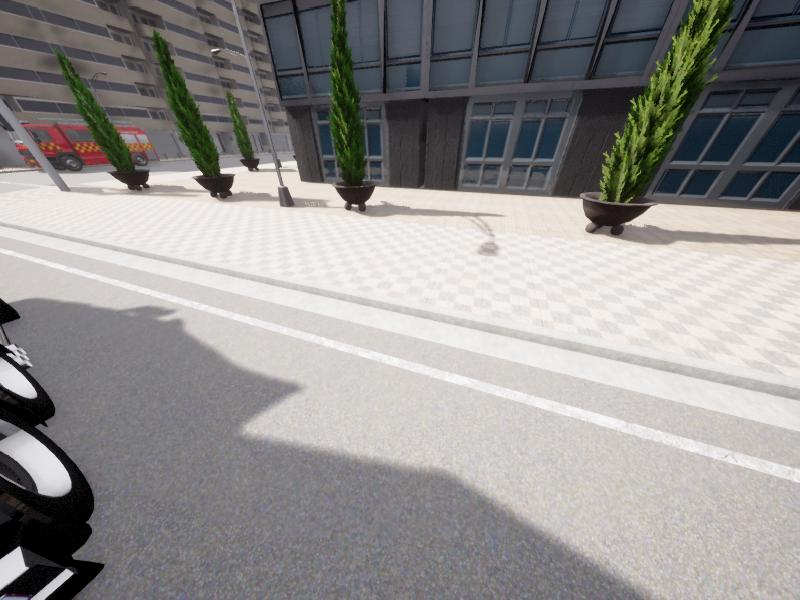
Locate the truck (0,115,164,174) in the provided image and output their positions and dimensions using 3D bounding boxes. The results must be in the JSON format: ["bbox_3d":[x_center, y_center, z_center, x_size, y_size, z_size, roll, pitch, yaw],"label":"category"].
[{"bbox_3d":[-29.159,-14.675,21.863,2.891,3.827,8.468,11,36,16],"label":"truck"}]

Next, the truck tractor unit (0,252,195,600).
[{"bbox_3d":[-5.091,-0.320,0.809,6.516,4.208,3.053,19,39,25],"label":"truck tractor unit"}]
